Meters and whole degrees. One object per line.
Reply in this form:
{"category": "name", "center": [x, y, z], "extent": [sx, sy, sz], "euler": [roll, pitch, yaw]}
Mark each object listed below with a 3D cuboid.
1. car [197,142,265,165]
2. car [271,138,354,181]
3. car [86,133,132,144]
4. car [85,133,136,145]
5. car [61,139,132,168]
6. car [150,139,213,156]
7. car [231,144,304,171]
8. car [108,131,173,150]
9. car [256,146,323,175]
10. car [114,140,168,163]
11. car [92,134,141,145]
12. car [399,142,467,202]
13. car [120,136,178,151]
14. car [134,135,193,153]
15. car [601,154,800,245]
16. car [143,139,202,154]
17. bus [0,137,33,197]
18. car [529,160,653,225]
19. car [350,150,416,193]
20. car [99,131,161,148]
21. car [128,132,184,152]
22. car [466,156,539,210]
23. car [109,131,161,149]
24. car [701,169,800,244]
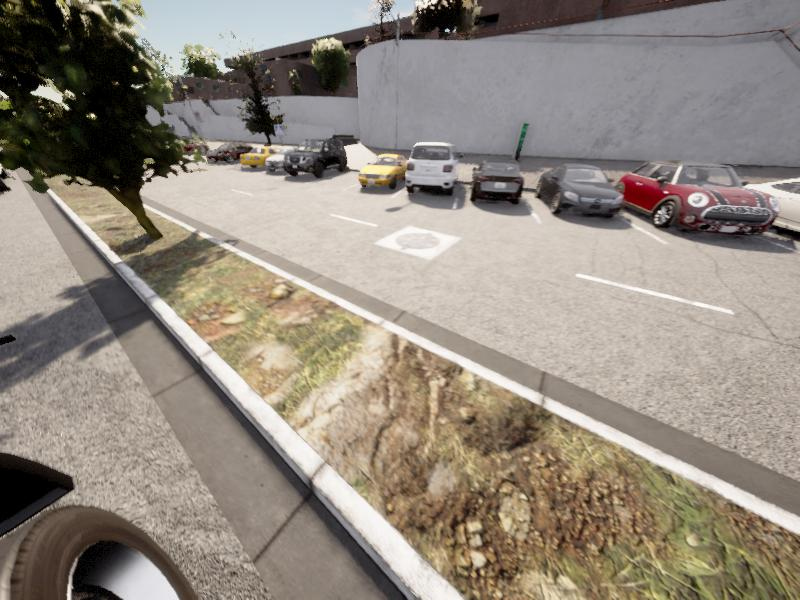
{"category": "car", "center": [-15.365, -13.663, 21.432], "extent": [2.163, 1.488, 4.792], "euler": [10, 36, 11]}
{"category": "car", "center": [-5.525, -9.743, 15.751], "extent": [2.435, 2.045, 5.566], "euler": [10, 36, 11]}
{"category": "car", "center": [-54.502, -30.316, 43.381], "extent": [2.163, 1.488, 4.792], "euler": [10, 36, 11]}
{"category": "car", "center": [-52.103, -29.172, 41.831], "extent": [1.946, 1.575, 5.366], "euler": [10, 36, 11]}
{"category": "car", "center": [-23.681, -11.534, 18.043], "extent": [4.611, 1.667, 2.242], "euler": [23, 41, 27]}
{"category": "car", "center": [-25.190, -17.821, 26.938], "extent": [2.163, 1.488, 4.792], "euler": [10, 36, 11]}
{"category": "car", "center": [-10.403, -11.731, 18.828], "extent": [1.946, 1.575, 5.366], "euler": [10, 36, 12]}
{"category": "car", "center": [-37.404, -23.224, 33.627], "extent": [2.435, 2.045, 5.566], "euler": [10, 36, 11]}
{"category": "car", "center": [-7.985, -10.560, 17.327], "extent": [2.002, 1.452, 4.674], "euler": [10, 36, 11]}
{"category": "car", "center": [-23.588, -13.565, 21.027], "extent": [4.892, 1.490, 1.837], "euler": [23, 41, 27]}
{"category": "car", "center": [-49.626, -28.183, 40.616], "extent": [2.163, 1.488, 4.792], "euler": [10, 36, 11]}
{"category": "car", "center": [1.854, -6.706, 11.631], "extent": [2.435, 2.045, 5.566], "euler": [9, 36, 12]}
{"category": "car", "center": [-34.970, -21.998, 32.423], "extent": [2.231, 1.521, 4.892], "euler": [10, 36, 12]}
{"category": "car", "center": [-30.091, -20.021, 29.594], "extent": [2.185, 1.767, 4.553], "euler": [10, 36, 12]}
{"category": "car", "center": [9.231, -3.567, 7.513], "extent": [2.185, 1.767, 4.553], "euler": [10, 35, 12]}
{"category": "car", "center": [-27.648, -18.868, 28.343], "extent": [2.002, 1.452, 4.674], "euler": [10, 36, 12]}
{"category": "bus", "center": [-20.998, -7.205, 9.877], "extent": [10.273, 4.253, 3.944], "euler": [24, 43, 29]}
{"category": "car", "center": [6.767, -4.419, 8.984], "extent": [2.002, 1.452, 4.674], "euler": [10, 36, 12]}
{"category": "car", "center": [-0.660, -7.406, 12.995], "extent": [1.946, 1.575, 5.366], "euler": [10, 36, 11]}
{"category": "car", "center": [-42.282, -25.325, 36.411], "extent": [2.435, 2.045, 5.566], "euler": [10, 36, 12]}
{"category": "car", "center": [-32.493, -21.218, 31.022], "extent": [1.878, 1.987, 4.442], "euler": [10, 36, 12]}
{"category": "car", "center": [4.304, -5.461, 10.399], "extent": [2.163, 1.488, 4.792], "euler": [9, 36, 12]}
{"category": "car", "center": [-39.869, -24.187, 34.939], "extent": [1.878, 1.987, 4.442], "euler": [10, 36, 11]}
{"category": "car", "center": [11.678, -2.410, 6.183], "extent": [2.002, 1.452, 4.674], "euler": [10, 35, 12]}
